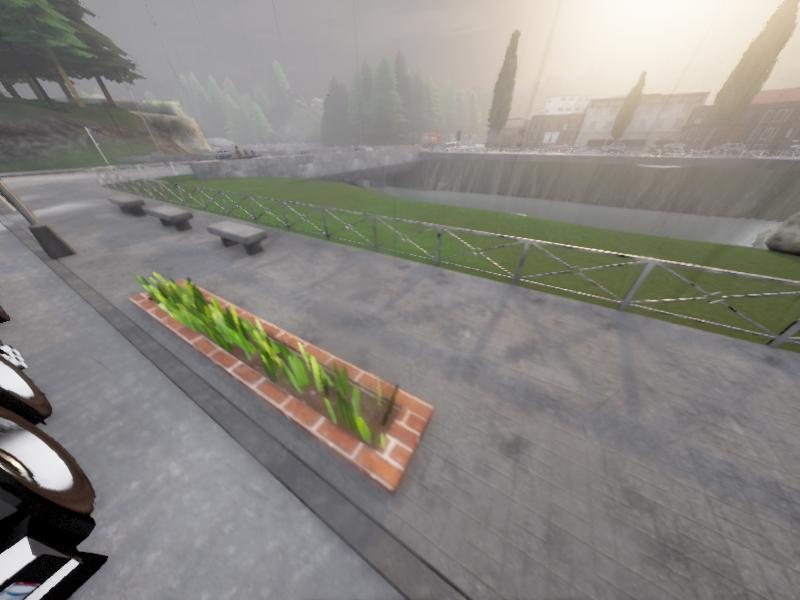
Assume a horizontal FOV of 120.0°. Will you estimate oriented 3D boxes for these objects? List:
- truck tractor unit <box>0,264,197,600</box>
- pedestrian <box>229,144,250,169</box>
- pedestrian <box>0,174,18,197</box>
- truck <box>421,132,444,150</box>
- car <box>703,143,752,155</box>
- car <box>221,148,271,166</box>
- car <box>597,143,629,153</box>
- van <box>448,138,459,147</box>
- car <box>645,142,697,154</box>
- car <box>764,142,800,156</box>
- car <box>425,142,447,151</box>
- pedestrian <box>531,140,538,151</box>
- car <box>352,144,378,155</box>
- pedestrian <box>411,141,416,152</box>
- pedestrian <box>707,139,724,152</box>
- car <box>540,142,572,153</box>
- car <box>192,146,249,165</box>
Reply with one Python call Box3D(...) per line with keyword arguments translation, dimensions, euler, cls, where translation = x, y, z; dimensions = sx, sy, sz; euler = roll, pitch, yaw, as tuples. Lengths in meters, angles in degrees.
Box3D(translation=(-5.113, -0.298, 0.782), dimensions=(6.516, 4.208, 3.053), euler=(18, 39, 24), cls="truck tractor unit")
Box3D(translation=(-14.759, -13.213, 21.251), dimensions=(0.751, 1.860, 0.751), euler=(18, 39, 25), cls="pedestrian")
Box3D(translation=(-19.281, -5.772, 10.596), dimensions=(0.751, 1.860, 0.751), euler=(0, 35, 1), cls="pedestrian")
Box3D(translation=(8.902, -43.577, 63.176), dimensions=(2.891, 3.827, 8.468), euler=(18, 39, 24), cls="truck")
Box3D(translation=(51.813, -23.958, 36.668), dimensions=(3.806, 1.475, 1.970), euler=(18, 39, 25), cls="car")
Box3D(translation=(-17.429, -16.402, 26.433), dimensions=(1.816, 1.474, 4.193), euler=(18, 39, 24), cls="car")
Box3D(translation=(39.248, -28.041, 42.647), dimensions=(3.806, 1.475, 1.970), euler=(18, 39, 24), cls="car")
Box3D(translation=(19.984, -58.663, 85.845), dimensions=(1.988, 2.561, 5.915), euler=(18, 39, 24), cls="van")
Box3D(translation=(45.952, -25.931, 39.411), dimensions=(5.238, 1.638, 1.930), euler=(18, 39, 24), cls="car")
Box3D(translation=(58.186, -21.953, 33.587), dimensions=(5.238, 1.638, 1.930), euler=(18, 39, 24), cls="car")
Box3D(translation=(8.775, -37.600, 56.518), dimensions=(4.856, 1.649, 2.033), euler=(11, 36, 16), cls="car")
Box3D(translation=(28.837, -33.129, 49.489), dimensions=(0.751, 1.860, 0.751), euler=(11, 36, 16), cls="pedestrian")
Box3D(translation=(-6.320, -27.494, 42.220), dimensions=(2.038, 1.542, 4.974), euler=(18, 39, 24), cls="car")
Box3D(translation=(2.635, -30.939, 46.579), dimensions=(0.751, 1.860, 0.751), euler=(13, 37, 19), cls="pedestrian")
Box3D(translation=(55.806, -27.315, 40.920), dimensions=(0.751, 1.860, 0.751), euler=(12, 37, 17), cls="pedestrian")
Box3D(translation=(31.284, -30.688, 46.394), dimensions=(5.027, 1.651, 2.152), euler=(18, 39, 24), cls="car")
Box3D(translation=(-21.218, -17.308, 27.598), dimensions=(2.242, 1.667, 4.611), euler=(18, 39, 24), cls="car")
